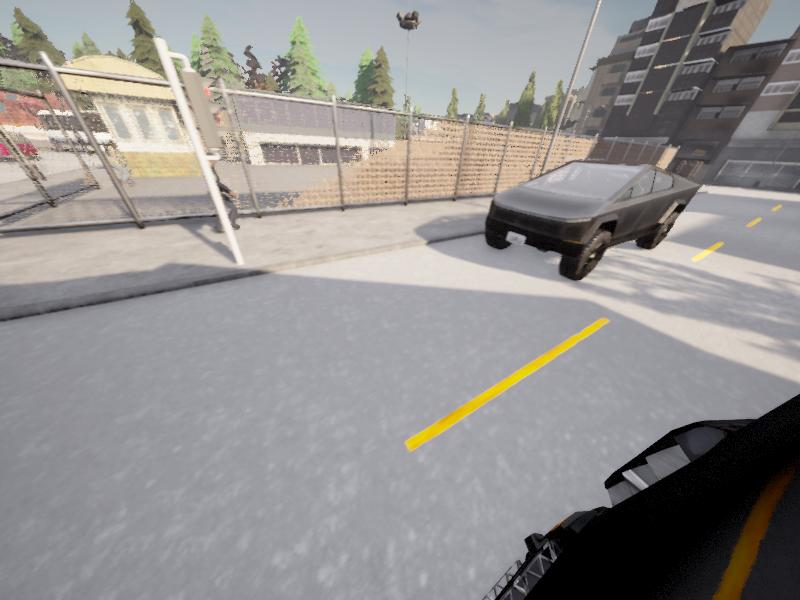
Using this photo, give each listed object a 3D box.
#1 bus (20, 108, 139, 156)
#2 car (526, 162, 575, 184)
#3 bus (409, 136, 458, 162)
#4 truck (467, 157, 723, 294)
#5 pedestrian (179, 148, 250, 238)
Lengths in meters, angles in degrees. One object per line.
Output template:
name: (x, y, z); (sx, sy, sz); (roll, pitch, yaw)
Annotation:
bus: (-38.873, -20.460, 28.281); (10.273, 4.253, 3.944); (13, 35, 15)
car: (13.608, -11.560, 20.969); (3.705, 1.547, 1.789); (-17, 38, -27)
bus: (7.370, -33.262, 51.089); (10.273, 4.253, 3.944); (-19, 39, -29)
truck: (5.107, -2.373, 6.047); (6.274, 2.098, 2.390); (-17, 38, -27)
pedestrian: (-4.433, -2.588, 5.660); (0.751, 1.860, 0.751); (-17, 38, -27)
